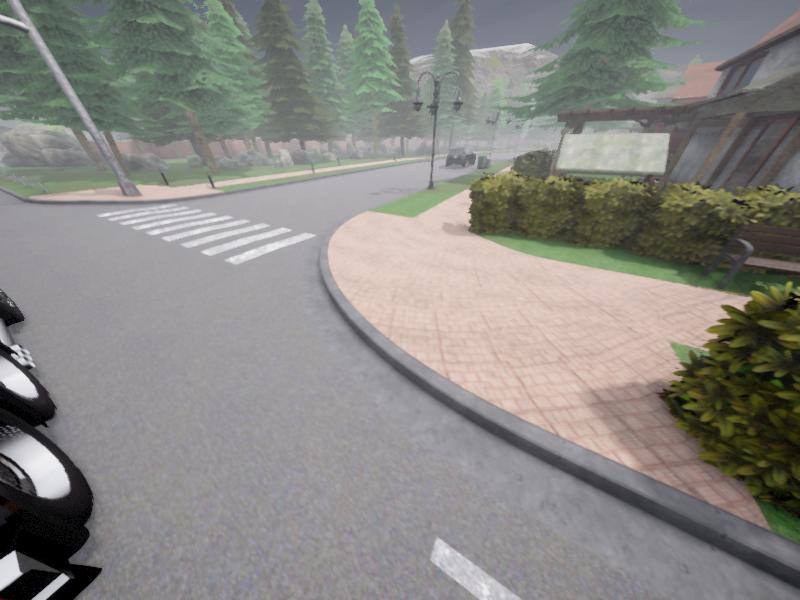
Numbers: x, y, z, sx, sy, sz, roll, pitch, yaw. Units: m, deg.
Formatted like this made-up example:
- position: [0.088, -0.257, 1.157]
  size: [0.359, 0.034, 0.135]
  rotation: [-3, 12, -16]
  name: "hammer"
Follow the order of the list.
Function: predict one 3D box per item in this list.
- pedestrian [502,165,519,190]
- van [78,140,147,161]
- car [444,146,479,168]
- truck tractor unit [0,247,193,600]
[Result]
- position: [5.883, -6.546, 12.347]
  size: [0.500, 1.100, 0.500]
  rotation: [17, 38, 23]
  name: "pedestrian"
- position: [-44.334, -23.285, 35.859]
  size: [1.988, 2.561, 5.915]
  rotation: [17, 39, 23]
  name: "van"
- position: [6.643, -15.341, 24.682]
  size: [2.097, 1.767, 4.553]
  rotation: [19, 39, 25]
  name: "car"
- position: [-5.089, -0.319, 0.832]
  size: [6.516, 4.208, 3.053]
  rotation: [19, 39, 26]
  name: "truck tractor unit"
